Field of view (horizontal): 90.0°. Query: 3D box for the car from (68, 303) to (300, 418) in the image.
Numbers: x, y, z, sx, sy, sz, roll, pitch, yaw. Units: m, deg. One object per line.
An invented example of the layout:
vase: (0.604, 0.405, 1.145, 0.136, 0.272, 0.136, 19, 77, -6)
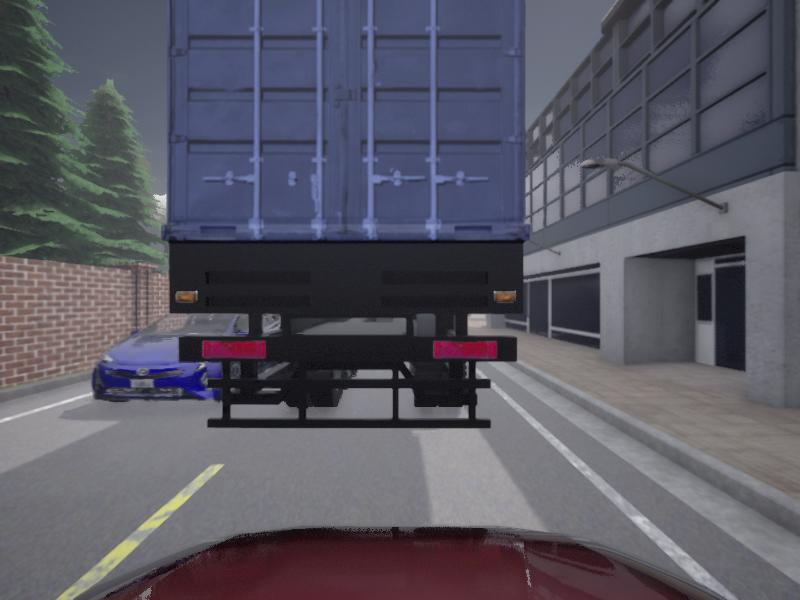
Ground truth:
car: (-3.502, 0.838, 7.685, 2.007, 1.525, 4.514, 0, 0, 0)

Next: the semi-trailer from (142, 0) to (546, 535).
semi-trailer: (-0.338, -0.605, 9.823, 2.717, 4.402, 14.254, 0, 0, 0)

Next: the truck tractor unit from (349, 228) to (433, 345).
truck tractor unit: (-0.255, -0.496, 17.734, 3.053, 4.208, 6.516, 0, 0, 2)
